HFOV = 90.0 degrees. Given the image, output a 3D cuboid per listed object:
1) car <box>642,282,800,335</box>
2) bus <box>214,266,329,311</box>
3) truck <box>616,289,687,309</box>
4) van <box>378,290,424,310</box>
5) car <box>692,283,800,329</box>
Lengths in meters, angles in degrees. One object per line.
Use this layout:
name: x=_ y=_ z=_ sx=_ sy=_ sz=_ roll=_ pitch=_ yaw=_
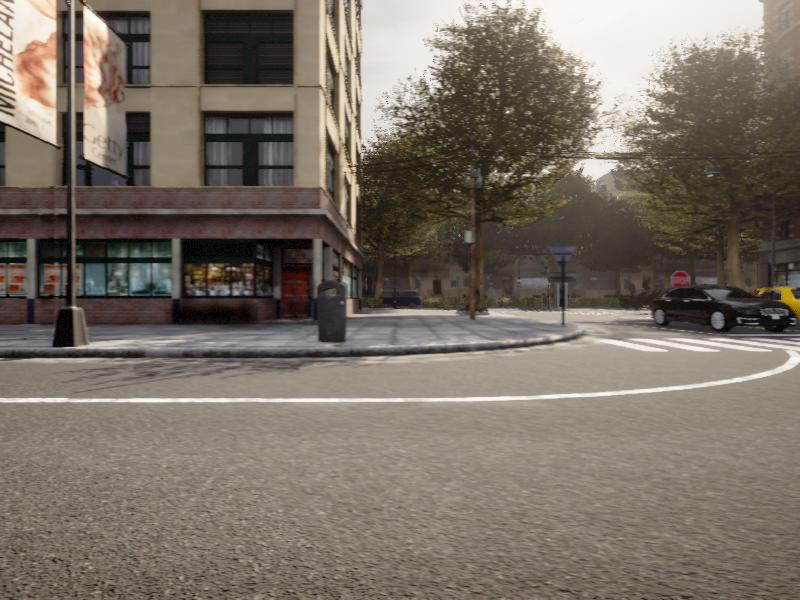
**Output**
car: x=10.679 y=0.240 z=13.747 sx=1.837 sy=1.490 sz=4.892 roll=0 pitch=0 yaw=1
bus: x=-12.652 y=-1.124 z=40.290 sx=10.273 sy=4.253 sz=3.944 roll=-1 pitch=0 yaw=0
truck: x=27.393 y=-0.069 z=43.693 sx=6.274 sy=2.098 sz=2.390 roll=0 pitch=0 yaw=0
van: x=0.105 y=0.000 z=40.195 sx=4.442 sy=1.987 sz=1.775 roll=0 pitch=0 yaw=0
car: x=14.297 y=0.196 z=15.465 sx=1.801 sy=1.575 sz=5.366 roll=0 pitch=0 yaw=-4
